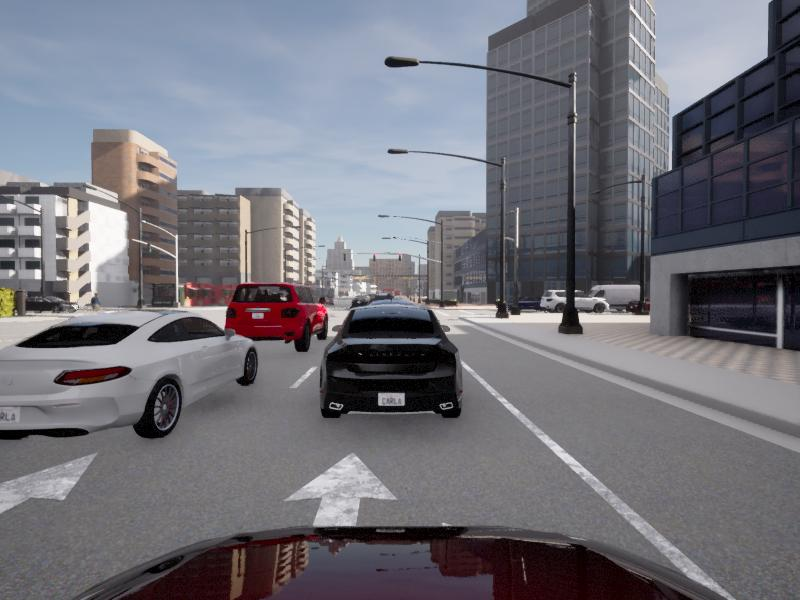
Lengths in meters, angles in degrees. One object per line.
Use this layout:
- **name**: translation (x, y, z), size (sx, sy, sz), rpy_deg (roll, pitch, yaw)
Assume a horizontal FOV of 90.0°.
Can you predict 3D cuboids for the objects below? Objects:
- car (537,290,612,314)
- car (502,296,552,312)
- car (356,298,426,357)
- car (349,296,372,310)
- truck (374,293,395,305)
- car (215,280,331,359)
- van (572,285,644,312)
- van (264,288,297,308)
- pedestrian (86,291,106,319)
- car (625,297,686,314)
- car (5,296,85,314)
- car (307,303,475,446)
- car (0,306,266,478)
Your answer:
- **car**: translation (15.170, 0.153, 34.941), size (5.566, 2.045, 2.150), rpy_deg (0, 1, -1)
- **car**: translation (12.100, 0.376, 38.374), size (4.193, 1.474, 1.816), rpy_deg (0, 1, -1)
- **car**: translation (-0.289, 0.737, 13.310), size (1.882, 1.535, 5.008), rpy_deg (0, 1, -1)
- **car**: translation (-4.482, 0.285, 46.407), size (2.163, 1.488, 4.792), rpy_deg (0, 0, 0)
- **truck**: translation (-2.623, -0.154, 69.722), size (2.390, 2.098, 6.274), rpy_deg (0, 0, 10)
- **car**: translation (-3.796, 0.479, 13.206), size (2.150, 2.045, 5.566), rpy_deg (0, 1, -1)
- **van**: translation (19.906, -0.155, 38.479), size (5.915, 2.561, 1.988), rpy_deg (0, 1, -1)
- **van**: translation (-15.145, -0.233, 51.184), size (2.351, 2.431, 6.366), rpy_deg (0, 0, -1)
- **pedestrian**: translation (-20.616, 0.344, 27.111), size (0.751, 1.860, 0.751), rpy_deg (0, 1, -3)
- **car**: translation (22.343, 0.440, 35.044), size (4.193, 1.474, 1.816), rpy_deg (0, 1, -1)
- **car**: translation (-30.277, 0.413, 34.256), size (4.902, 1.511, 2.128), rpy_deg (0, 1, -1)
- **car**: translation (-0.149, 0.835, 6.827), size (1.837, 1.490, 4.892), rpy_deg (0, 0, -1)
- **car**: translation (-3.631, 0.861, 5.908), size (1.812, 1.442, 4.674), rpy_deg (0, 0, -1)
